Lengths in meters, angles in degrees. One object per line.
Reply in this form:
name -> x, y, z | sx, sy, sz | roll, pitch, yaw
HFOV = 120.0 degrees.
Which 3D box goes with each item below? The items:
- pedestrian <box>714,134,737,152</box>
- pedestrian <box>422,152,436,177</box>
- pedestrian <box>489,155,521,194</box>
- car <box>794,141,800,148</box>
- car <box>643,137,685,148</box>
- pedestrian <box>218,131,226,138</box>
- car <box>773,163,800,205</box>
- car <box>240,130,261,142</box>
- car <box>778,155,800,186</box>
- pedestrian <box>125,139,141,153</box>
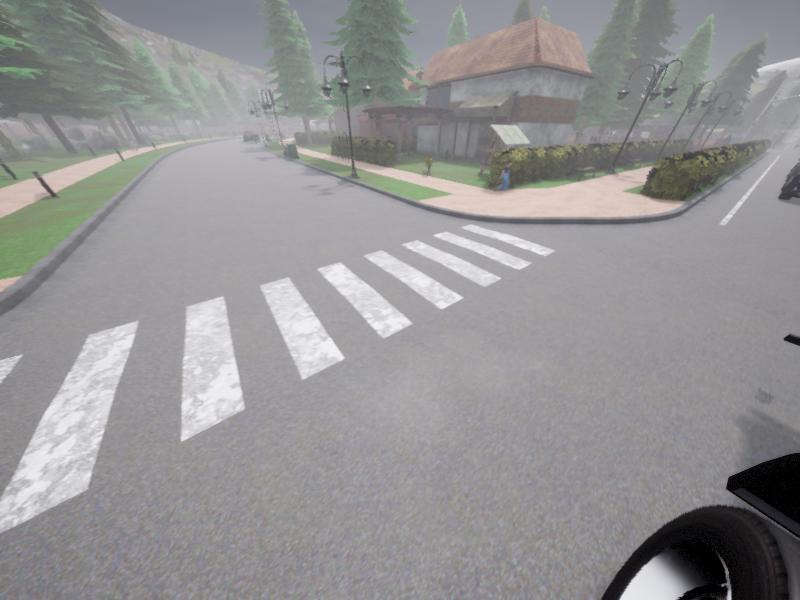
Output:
pedestrian -> 40.832, -19.674, 28.999 | 0.751, 1.860, 0.751 | -23, 43, -28
pedestrian -> 1.590, -7.519, 12.833 | 0.500, 1.100, 0.500 | -22, 42, -28
pedestrian -> 4.361, -5.239, 9.625 | 0.751, 1.300, 0.751 | 23, 42, 27
car -> 73.355, -28.311, 41.621 | 5.366, 1.575, 1.801 | -23, 43, -28
car -> 50.566, -30.350, 44.387 | 1.837, 1.490, 4.892 | -18, 41, -24
pedestrian -> -40.191, -37.407, 52.107 | 0.751, 1.300, 0.751 | -5, 37, -8
car -> 17.470, -4.916, 9.223 | 4.856, 1.649, 2.033 | -23, 43, -28
car -> -27.583, -30.378, 42.762 | 2.097, 1.767, 4.553 | -11, 38, -16
car -> 23.012, -7.185, 12.473 | 4.902, 1.511, 2.128 | -23, 43, -28
pedestrian -> -25.640, -14.848, 22.214 | 0.500, 1.100, 0.500 | -22, 42, -27
